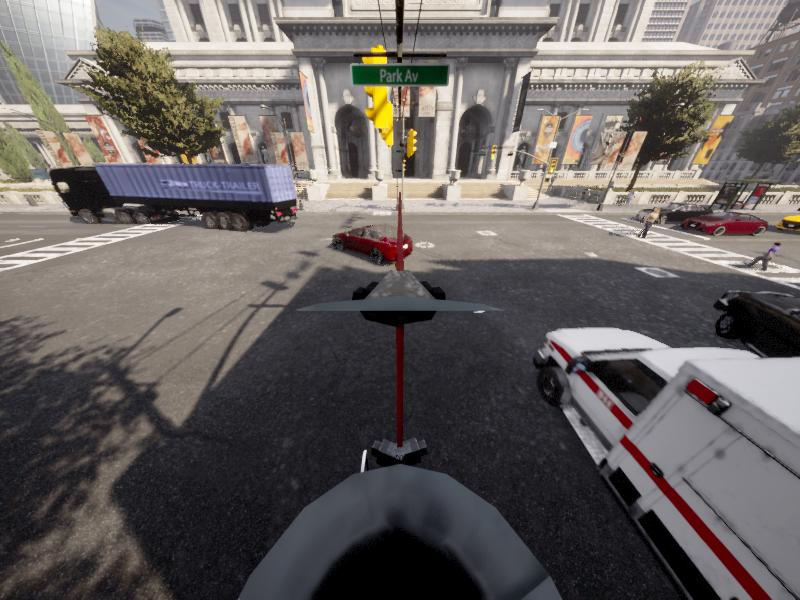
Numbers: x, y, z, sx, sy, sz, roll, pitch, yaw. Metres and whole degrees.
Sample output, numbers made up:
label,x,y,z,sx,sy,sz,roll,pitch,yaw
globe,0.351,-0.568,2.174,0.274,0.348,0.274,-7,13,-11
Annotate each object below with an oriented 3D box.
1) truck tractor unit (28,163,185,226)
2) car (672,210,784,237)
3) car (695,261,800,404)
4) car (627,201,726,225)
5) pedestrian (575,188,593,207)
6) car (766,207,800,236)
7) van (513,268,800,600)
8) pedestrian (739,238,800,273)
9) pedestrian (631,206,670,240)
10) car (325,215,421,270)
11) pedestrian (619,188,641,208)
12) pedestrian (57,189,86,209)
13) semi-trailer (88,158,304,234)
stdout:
label,x,y,z,sx,sy,sz,roll,pitch,yaw
truck tractor unit,-22.434,-8.382,18.297,6.516,4.208,3.053,1,30,1
car,22.117,-5.268,15.761,4.181,1.385,1.994,0,30,0
car,8.949,1.055,4.305,1.932,1.855,4.605,10,32,18
car,22.165,-7.078,18.755,4.902,1.511,2.128,0,30,0
pedestrian,20.047,-11.224,25.233,0.751,1.860,0.751,-2,30,-4
car,29.325,-5.336,15.709,5.008,1.535,1.882,0,30,0
van,3.858,2.103,1.936,2.351,2.431,6.366,-1,30,-2
pedestrian,16.042,-1.943,10.022,0.751,1.300,0.751,-3,30,-5
pedestrian,15.454,-4.737,14.302,0.751,1.860,0.751,3,30,5
car,-1.529,-3.210,12.084,4.792,1.488,2.163,24,38,35
pedestrian,24.578,-10.921,24.708,0.751,1.860,0.751,-4,30,-6
pedestrian,-33.729,-10.379,23.768,0.751,1.860,0.751,-1,30,-1
semi-trailer,-14.671,-7.786,17.062,14.254,4.402,2.717,6,30,11
